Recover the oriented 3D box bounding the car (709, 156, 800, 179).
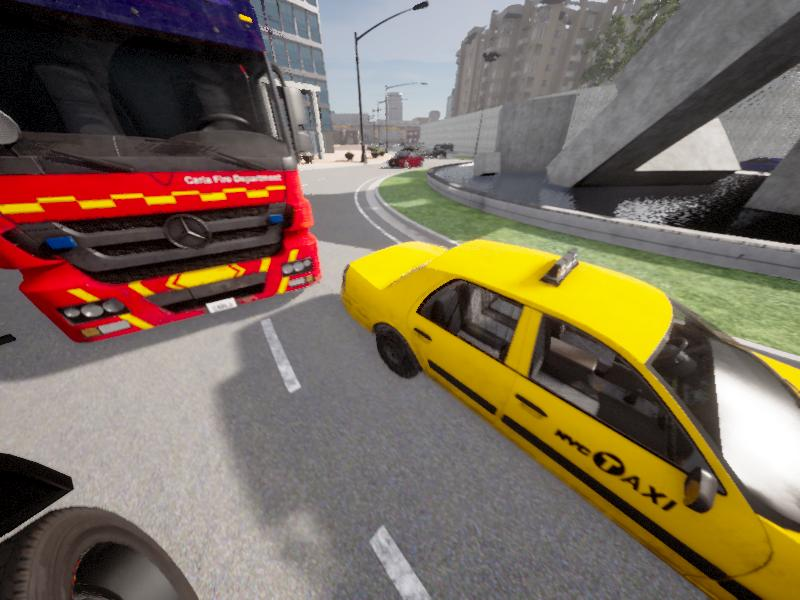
[{"bbox_3d":[32.982,-12.424,21.485,1.812,1.442,4.674,-16,38,-23],"label":"car"}]

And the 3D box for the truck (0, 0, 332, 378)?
[{"bbox_3d":[-4.696,-3.140,5.113,2.891,3.827,8.468,-19,39,-29],"label":"truck"}]

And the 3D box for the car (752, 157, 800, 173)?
[{"bbox_3d":[41.590,-14.405,24.670,4.718,1.301,1.895,-1,35,-2],"label":"car"}]

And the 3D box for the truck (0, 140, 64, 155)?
[{"bbox_3d":[-65.613,-27.262,41.347,2.390,2.098,6.274,-5,34,-9],"label":"truck"}]

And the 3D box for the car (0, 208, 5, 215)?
[{"bbox_3d":[-16.512,-3.153,6.920,4.974,1.542,2.038,1,35,0],"label":"car"}]

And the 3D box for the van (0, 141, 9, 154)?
[{"bbox_3d":[-76.548,-28.076,42.489,1.775,1.987,4.442,-5,34,-9],"label":"van"}]

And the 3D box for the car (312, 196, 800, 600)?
[{"bbox_3d":[1.490,0.425,2.063,1.801,1.575,5.366,-28,44,-35],"label":"car"}]
